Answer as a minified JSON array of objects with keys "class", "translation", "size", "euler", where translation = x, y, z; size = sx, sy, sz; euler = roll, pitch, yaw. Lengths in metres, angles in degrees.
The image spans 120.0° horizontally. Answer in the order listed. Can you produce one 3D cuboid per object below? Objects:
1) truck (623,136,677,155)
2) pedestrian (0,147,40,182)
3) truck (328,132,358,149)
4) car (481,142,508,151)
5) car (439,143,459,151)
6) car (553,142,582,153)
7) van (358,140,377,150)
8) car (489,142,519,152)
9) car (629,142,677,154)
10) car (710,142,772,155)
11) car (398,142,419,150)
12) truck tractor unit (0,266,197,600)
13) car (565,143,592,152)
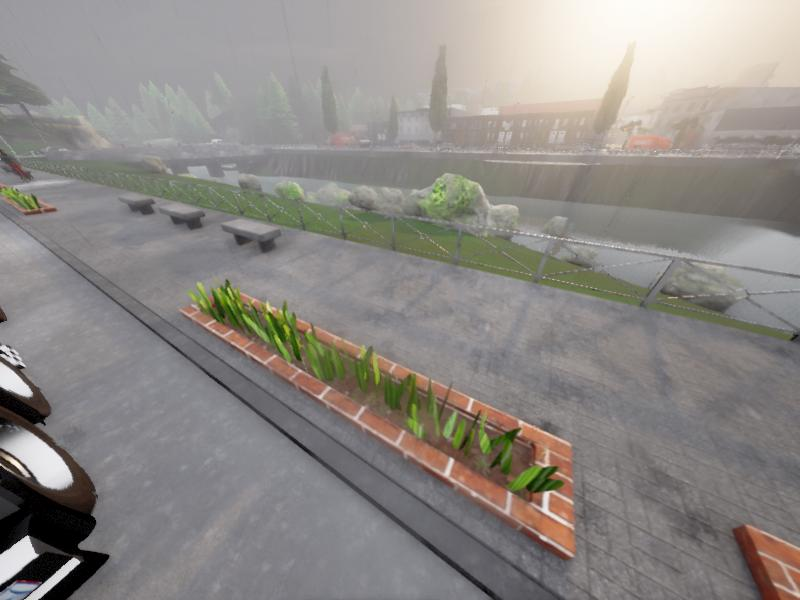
[{"class":"truck","translation":[40.925,-25.524,38.089],"size":[5.204,2.467,2.627],"euler":[18,39,25]},{"class":"pedestrian","translation":[-24.484,-8.601,14.683],"size":[0.751,1.860,0.751],"euler":[11,37,16]},{"class":"truck","translation":[-17.058,-47.449,68.803],"size":[8.468,3.827,2.891],"euler":[18,39,24]},{"class":"car","translation":[21.002,-34.217,51.434],"size":[5.238,1.638,1.930],"euler":[18,39,24]},{"class":"car","translation":[11.135,-34.823,52.531],"size":[3.806,1.475,1.970],"euler":[19,39,25]},{"class":"car","translation":[31.208,-28.411,43.053],"size":[3.988,1.617,1.851],"euler":[19,39,26]},{"class":"van","translation":[-8.709,-41.371,61.601],"size":[4.480,2.038,2.069],"euler":[18,39,24]},{"class":"car","translation":[21.399,-31.583,47.655],"size":[5.238,1.638,1.930],"euler":[19,39,25]},{"class":"car","translation":[44.005,-26.691,40.448],"size":[5.238,1.638,1.930],"euler":[19,39,26]},{"class":"car","translation":[53.093,-23.748,36.165],"size":[4.856,1.649,2.033],"euler":[19,39,25]},{"class":"car","translation":[2.094,-40.229,60.471],"size":[5.027,1.651,2.152],"euler":[18,39,24]},{"class":"truck tractor unit","translation":[-5.112,-0.301,0.770],"size":[6.516,4.208,3.053],"euler":[18,39,24]},{"class":"car","translation":[34.633,-29.631,44.886],"size":[3.806,1.475,1.970],"euler":[20,40,26]}]
